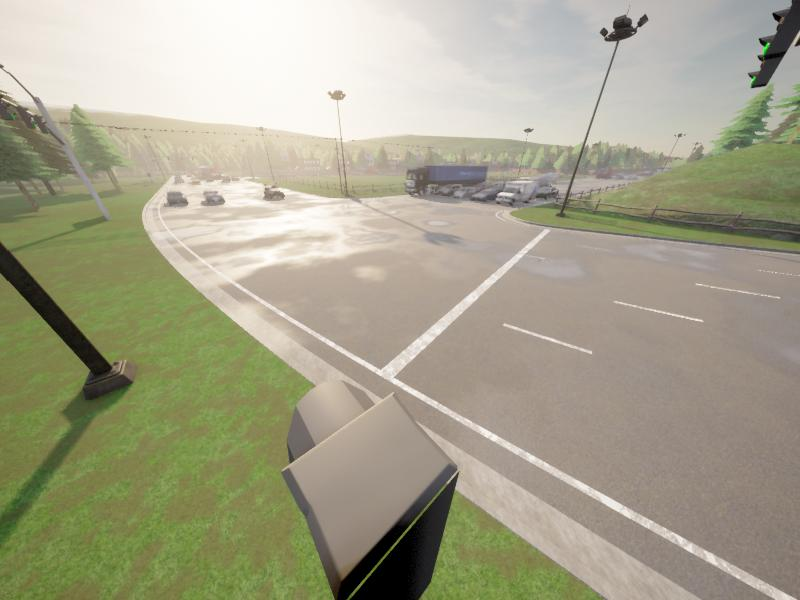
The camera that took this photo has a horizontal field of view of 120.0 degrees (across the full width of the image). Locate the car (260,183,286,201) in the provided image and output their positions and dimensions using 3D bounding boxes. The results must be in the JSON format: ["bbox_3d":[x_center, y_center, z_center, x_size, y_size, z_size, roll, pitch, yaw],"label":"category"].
[{"bbox_3d":[-18.050,-15.384,32.761,1.905,1.878,3.866,-24,38,-35],"label":"car"}]

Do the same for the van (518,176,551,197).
[{"bbox_3d":[21.778,-18.466,37.445,5.915,2.561,1.988,-23,37,-34],"label":"van"}]

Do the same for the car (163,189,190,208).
[{"bbox_3d":[-26.835,-12.251,27.732,1.837,1.490,4.892,-24,37,-35],"label":"car"}]

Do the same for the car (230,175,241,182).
[{"bbox_3d":[-53.013,-39.190,74.349,2.242,1.667,4.611,-20,35,-30],"label":"car"}]

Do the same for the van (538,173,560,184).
[{"bbox_3d":[40.718,-33.209,63.098,6.366,2.431,2.351,-23,37,-34],"label":"van"}]

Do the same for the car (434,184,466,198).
[{"bbox_3d":[7.647,-16.712,35.285,4.611,1.667,2.242,-23,37,-34],"label":"car"}]

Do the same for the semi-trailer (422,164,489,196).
[{"bbox_3d":[10.035,-21.201,40.309,14.254,4.402,2.717,-23,37,-34],"label":"semi-trailer"}]

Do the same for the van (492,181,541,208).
[{"bbox_3d":[14.168,-12.921,27.958,6.366,2.431,2.351,-23,37,-34],"label":"van"}]

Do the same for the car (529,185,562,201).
[{"bbox_3d":[20.932,-15.424,33.080,5.238,1.638,1.930,-23,37,-34],"label":"car"}]

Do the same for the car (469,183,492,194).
[{"bbox_3d":[13.940,-19.297,39.898,3.633,1.501,1.845,-23,37,-34],"label":"car"}]

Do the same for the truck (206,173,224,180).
[{"bbox_3d":[-64.088,-42.932,80.263,2.390,2.098,6.274,-8,31,-13],"label":"truck"}]

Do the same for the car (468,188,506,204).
[{"bbox_3d":[11.413,-13.603,30.173,5.357,1.411,2.033,-23,37,-34],"label":"car"}]

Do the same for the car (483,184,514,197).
[{"bbox_3d":[15.970,-17.803,37.448,5.357,1.411,2.033,-23,37,-34],"label":"car"}]

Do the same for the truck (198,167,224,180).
[{"bbox_3d":[-68.389,-45.999,83.846,2.891,3.827,8.468,-4,30,-7],"label":"truck"}]

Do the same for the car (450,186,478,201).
[{"bbox_3d":[9.026,-14.939,32.352,3.633,1.501,1.845,-23,37,-34],"label":"car"}]

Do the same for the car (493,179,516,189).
[{"bbox_3d":[22.710,-25.303,50.209,5.027,1.651,2.152,-23,37,-34],"label":"car"}]

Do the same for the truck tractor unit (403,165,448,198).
[{"bbox_3d":[3.994,-18.567,35.933,6.516,4.208,3.053,-22,37,-34],"label":"truck tractor unit"}]

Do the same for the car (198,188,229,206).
[{"bbox_3d":[-23.536,-13.042,29.085,2.128,1.511,4.902,-24,37,-35],"label":"car"}]
